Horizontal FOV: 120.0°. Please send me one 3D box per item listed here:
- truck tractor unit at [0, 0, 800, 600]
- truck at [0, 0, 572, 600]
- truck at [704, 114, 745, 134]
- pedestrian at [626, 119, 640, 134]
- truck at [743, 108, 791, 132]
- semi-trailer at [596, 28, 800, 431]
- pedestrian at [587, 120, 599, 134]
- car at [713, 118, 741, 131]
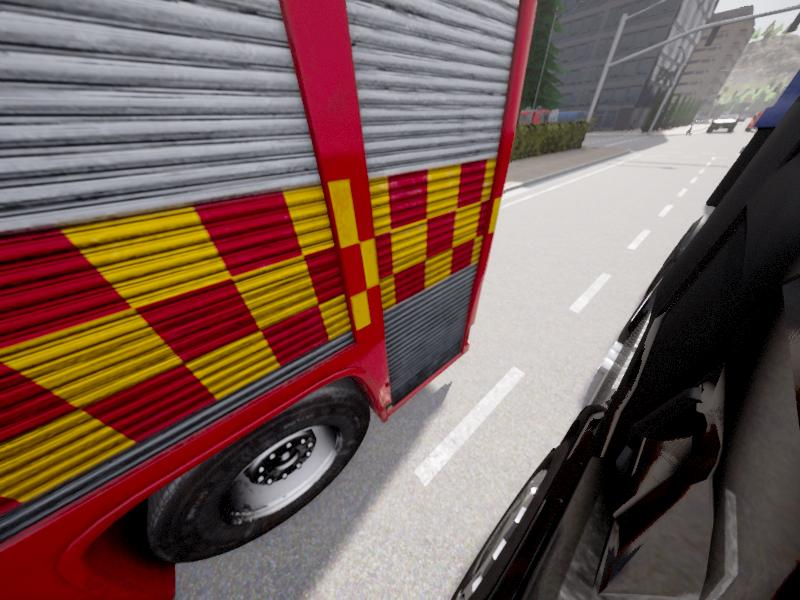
[{"bbox_3d":[2.645,-0.295,0.351,6.516,4.208,3.053,-28,44,-30],"label":"truck tractor unit"},{"bbox_3d":[-3.411,0.316,0.197,8.468,3.827,2.891,-28,43,-30],"label":"truck"},{"bbox_3d":[46.919,-25.508,33.377,6.274,2.098,2.390,-28,43,-30],"label":"truck"},{"bbox_3d":[35.384,-26.405,35.158,0.751,1.860,0.751,21,42,28],"label":"pedestrian"},{"bbox_3d":[51.419,-25.297,32.520,5.204,2.467,2.627,-28,44,-30],"label":"truck"},{"bbox_3d":[8.802,-3.520,4.140,14.254,4.402,2.717,-27,43,-29],"label":"semi-trailer"},{"bbox_3d":[32.349,-28.919,38.709,0.751,1.860,0.751,-30,45,-32],"label":"pedestrian"},{"bbox_3d":[52.974,-28.443,37.398,5.366,1.575,1.801,-27,43,-30],"label":"car"}]
